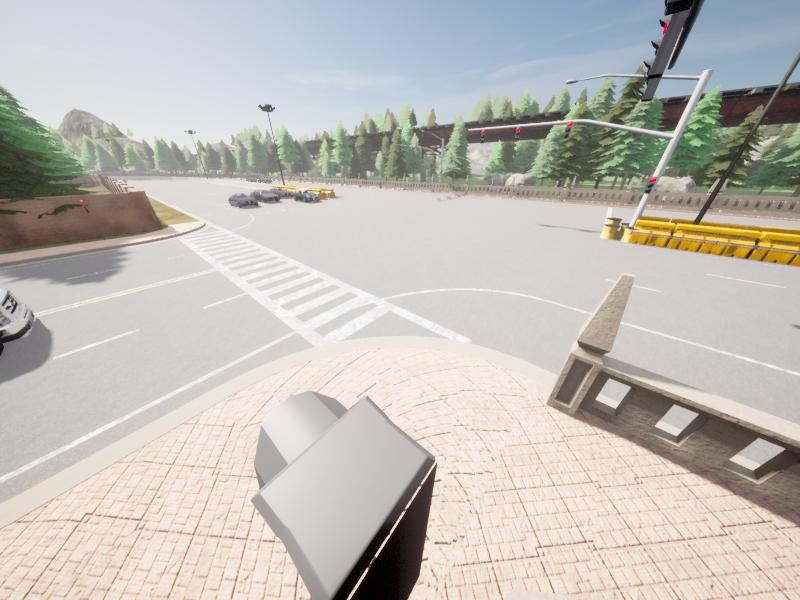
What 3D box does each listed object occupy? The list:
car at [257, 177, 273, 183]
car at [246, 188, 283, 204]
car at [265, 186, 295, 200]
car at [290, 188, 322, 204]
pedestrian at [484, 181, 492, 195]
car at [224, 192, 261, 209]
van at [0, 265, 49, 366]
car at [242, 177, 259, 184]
[{"bbox_3d":[-38.133,-33.742,65.153,4.718,1.301,1.895,23,37,34],"label":"car"},{"bbox_3d":[-17.896,-13.735,30.402,5.357,1.411,2.033,23,37,34],"label":"car"},{"bbox_3d":[-17.598,-15.756,33.927,4.181,1.385,1.994,21,36,32],"label":"car"},{"bbox_3d":[-12.344,-13.712,30.279,3.806,1.475,1.970,23,37,34],"label":"car"},{"bbox_3d":[13.823,-17.610,36.293,0.751,1.860,0.751,24,38,35],"label":"pedestrian"},{"bbox_3d":[-18.176,-11.550,26.643,4.181,1.385,1.994,23,37,34],"label":"car"},{"bbox_3d":[-11.872,1.095,3.681,2.351,2.431,6.366,23,37,34],"label":"van"},{"bbox_3d":[-40.879,-32.704,63.141,4.902,1.511,2.128,23,37,34],"label":"car"}]
